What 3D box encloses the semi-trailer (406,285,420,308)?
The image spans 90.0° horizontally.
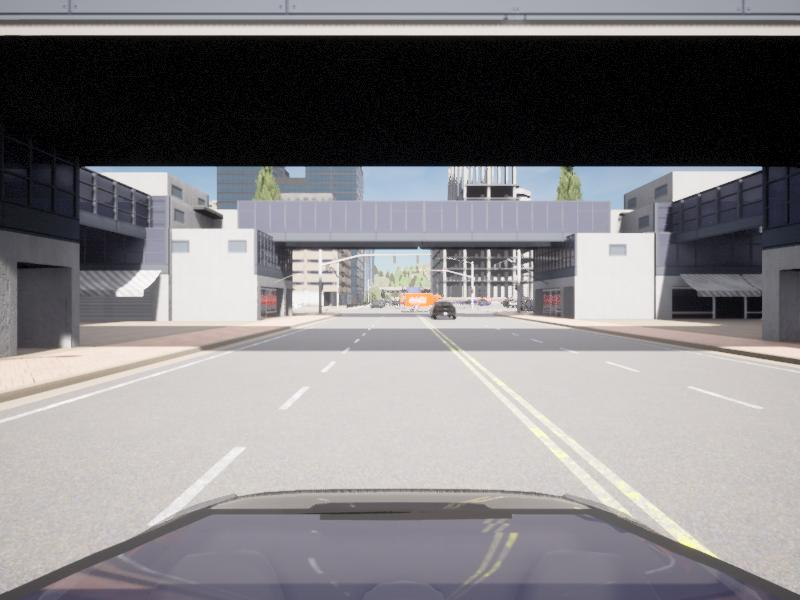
[{"bbox_3d":[2.707,-0.620,84.444,2.717,4.402,14.254,0,0,1],"label":"semi-trailer"}]

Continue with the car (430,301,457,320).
[{"bbox_3d":[3.642,0.843,34.335,1.837,1.490,4.892,0,-1,0],"label":"car"}]

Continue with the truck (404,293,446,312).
[{"bbox_3d":[3.216,0.354,52.579,5.204,2.467,2.627,0,0,-1],"label":"truck"}]

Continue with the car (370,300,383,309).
[{"bbox_3d":[-4.138,0.826,71.231,2.038,1.542,4.974,0,0,1],"label":"car"}]
